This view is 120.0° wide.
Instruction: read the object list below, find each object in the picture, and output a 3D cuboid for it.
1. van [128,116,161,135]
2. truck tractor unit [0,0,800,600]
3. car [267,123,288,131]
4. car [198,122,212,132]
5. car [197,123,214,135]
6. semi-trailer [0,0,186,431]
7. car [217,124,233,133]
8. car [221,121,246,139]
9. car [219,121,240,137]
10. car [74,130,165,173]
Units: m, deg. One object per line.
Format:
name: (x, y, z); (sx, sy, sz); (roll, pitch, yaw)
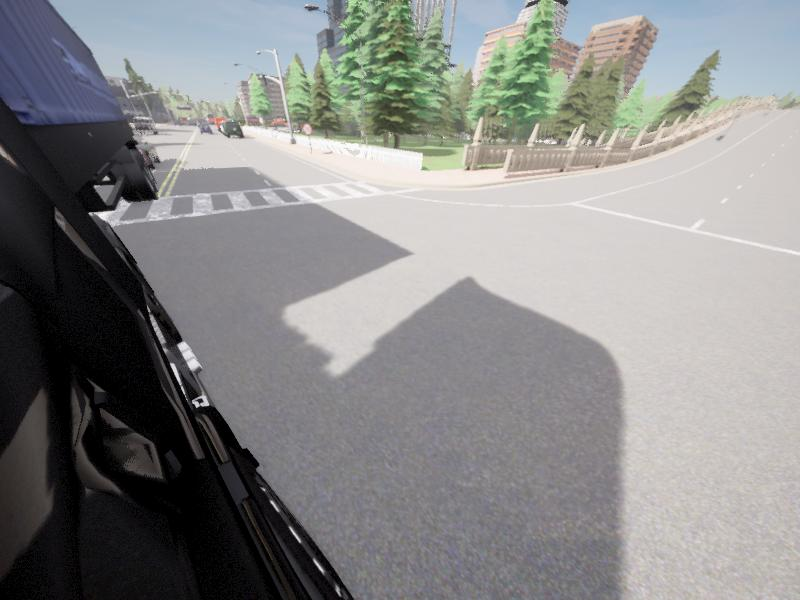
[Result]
van: (-36.915, -25.289, 33.550); (2.069, 2.038, 4.480); (-20, 42, -28)
truck tractor unit: (-2.645, -0.295, 0.351); (6.516, 4.208, 3.053); (28, 44, 30)
car: (-40.323, -57.013, 76.099); (5.566, 2.045, 2.150); (-21, 43, -29)
car: (-41.344, -36.649, 48.955); (1.801, 1.575, 5.366); (-20, 42, -28)
car: (-33.933, -29.818, 40.273); (1.789, 1.549, 3.705); (-20, 42, -28)
semi-trailer: (-7.987, -4.006, 4.825); (2.717, 4.402, 14.254); (-26, 45, -32)
car: (-37.402, -36.718, 49.403); (2.163, 1.488, 4.792); (-20, 42, -28)
car: (-25.641, -26.137, 35.462); (2.150, 2.045, 5.566); (-20, 42, -28)
car: (-29.714, -29.879, 40.231); (2.150, 2.045, 5.566); (-20, 42, -28)
car: (-13.969, -7.666, 11.829); (1.970, 1.475, 3.806); (-20, 42, -28)
